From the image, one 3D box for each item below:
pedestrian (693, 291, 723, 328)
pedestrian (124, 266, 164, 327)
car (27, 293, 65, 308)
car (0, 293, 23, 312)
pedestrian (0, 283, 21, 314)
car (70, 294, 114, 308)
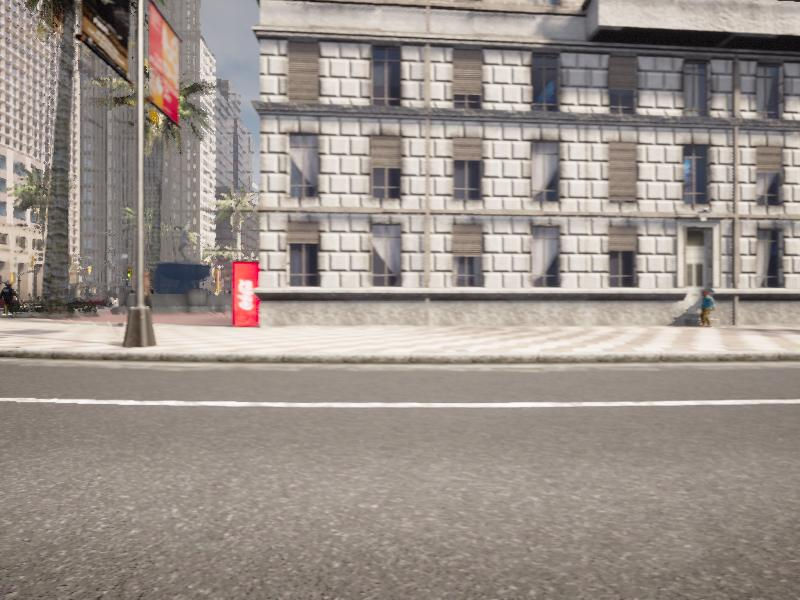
[{"bbox_3d":[9.317,0.272,12.107,0.500,1.100,0.500,0,0,-4],"label":"pedestrian"},{"bbox_3d":[-8.067,-0.112,12.643,0.751,1.860,0.751,0,0,16],"label":"pedestrian"},{"bbox_3d":[-47.782,0.065,54.140,1.905,1.878,3.866,0,0,-3],"label":"car"},{"bbox_3d":[-35.883,0.185,34.556,2.152,1.651,5.027,0,0,-5],"label":"car"},{"bbox_3d":[-23.730,-0.111,24.276,0.751,1.860,0.751,0,0,-13],"label":"pedestrian"},{"bbox_3d":[-41.035,0.106,53.302,4.553,1.767,2.097,0,0,-39],"label":"car"}]
